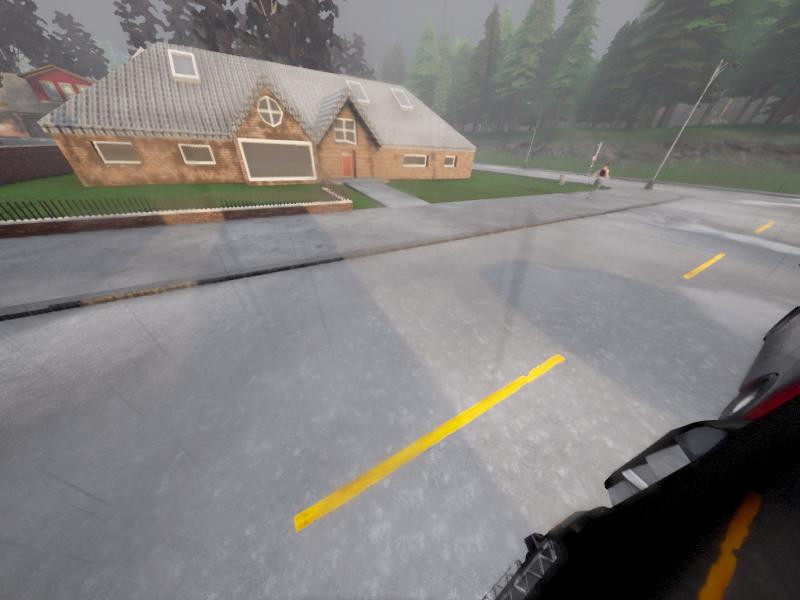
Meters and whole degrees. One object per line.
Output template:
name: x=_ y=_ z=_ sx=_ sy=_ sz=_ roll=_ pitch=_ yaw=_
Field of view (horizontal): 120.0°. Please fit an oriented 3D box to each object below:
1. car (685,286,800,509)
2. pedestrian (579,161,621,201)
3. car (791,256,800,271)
car: x=4.786 y=0.659 z=1.929 sx=3.633 sy=1.501 sz=1.845 roll=-16 pitch=38 yaw=-26
pedestrian: x=10.734 y=-6.393 z=12.461 sx=0.751 sy=1.860 sz=0.751 roll=-9 pitch=35 yaw=-17
car: x=12.267 y=-1.467 z=5.746 sx=4.193 sy=1.474 sz=1.816 roll=-16 pitch=38 yaw=-26
